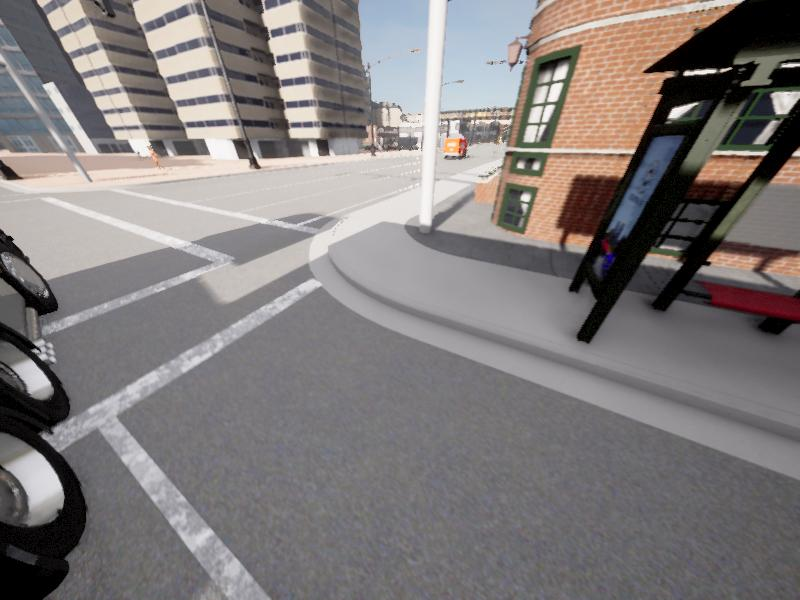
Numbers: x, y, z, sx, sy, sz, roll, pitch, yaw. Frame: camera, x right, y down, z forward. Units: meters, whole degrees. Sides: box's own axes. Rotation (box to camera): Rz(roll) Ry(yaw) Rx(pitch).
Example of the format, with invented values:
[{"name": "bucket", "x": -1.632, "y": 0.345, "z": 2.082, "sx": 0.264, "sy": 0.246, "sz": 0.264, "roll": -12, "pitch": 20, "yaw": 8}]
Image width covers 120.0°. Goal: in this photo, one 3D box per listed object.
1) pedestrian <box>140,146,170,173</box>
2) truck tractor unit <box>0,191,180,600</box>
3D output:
[{"name": "pedestrian", "x": -20.084, "y": -11.564, "z": 18.976, "sx": 0.751, "sy": 1.860, "sz": 0.751, "roll": 13, "pitch": 37, "yaw": 18}, {"name": "truck tractor unit", "x": -4.980, "y": -0.414, "z": 0.944, "sx": 6.516, "sy": 4.208, "sz": 3.053, "roll": 23, "pitch": 41, "yaw": 30}]
